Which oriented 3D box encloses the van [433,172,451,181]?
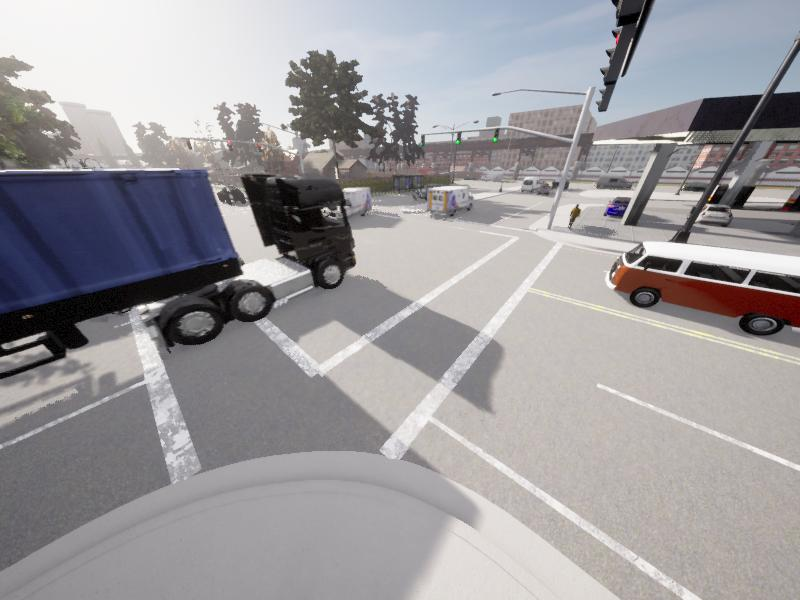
[{"bbox_3d":[14.756,-44.046,82.096,5.915,2.561,1.988,23,37,34],"label":"van"}]

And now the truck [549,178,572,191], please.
[{"bbox_3d":[33.066,-23.815,47.556,2.390,2.098,6.274,23,37,34],"label":"truck"}]

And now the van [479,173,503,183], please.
[{"bbox_3d":[28.456,-38.255,72.229,6.366,2.431,2.351,23,37,34],"label":"van"}]

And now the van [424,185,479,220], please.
[{"bbox_3d":[5.301,-9.972,23.251,2.351,2.431,6.366,22,37,34],"label":"van"}]

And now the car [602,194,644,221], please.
[{"bbox_3d":[21.088,-8.924,21.955,2.242,1.667,4.611,23,37,34],"label":"car"}]

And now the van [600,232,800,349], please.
[{"bbox_3d":[9.670,-0.596,7.398,4.480,2.038,2.069,21,36,32],"label":"van"}]

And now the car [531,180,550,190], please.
[{"bbox_3d":[29.896,-24.471,49.169,2.152,1.651,5.027,23,37,34],"label":"car"}]

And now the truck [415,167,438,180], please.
[{"bbox_3d":[10.226,-48.806,88.981,8.468,3.827,2.891,23,37,33],"label":"truck"}]

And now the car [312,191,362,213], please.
[{"bbox_3d":[-7.004,-11.210,26.200,2.152,1.651,5.027,23,37,34],"label":"car"}]

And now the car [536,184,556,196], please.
[{"bbox_3d":[24.541,-18.454,38.840,1.845,1.501,3.633,23,37,34],"label":"car"}]

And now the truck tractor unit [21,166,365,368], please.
[{"bbox_3d":[-4.777,-1.930,7.526,3.053,4.208,6.516,23,37,33],"label":"truck tractor unit"}]

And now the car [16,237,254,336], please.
[{"bbox_3d":[-8.930,-0.936,8.631,2.033,1.411,5.357,23,37,34],"label":"car"}]

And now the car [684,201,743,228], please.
[{"bbox_3d":[25.999,-7.245,19.370,1.970,1.475,3.806,23,37,34],"label":"car"}]

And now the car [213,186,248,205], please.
[{"bbox_3d":[-22.284,-13.774,30.382,4.605,1.855,1.932,22,37,34],"label":"car"}]

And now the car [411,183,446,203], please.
[{"bbox_3d":[4.087,-15.349,32.942,2.150,2.045,5.566,23,37,34],"label":"car"}]

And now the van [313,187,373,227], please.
[{"bbox_3d":[-4.730,-8.572,20.827,2.351,2.431,6.366,7,31,13],"label":"van"}]

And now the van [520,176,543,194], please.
[{"bbox_3d":[24.913,-21.855,43.722,1.988,2.561,5.915,22,37,34],"label":"van"}]

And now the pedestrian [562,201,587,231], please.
[{"bbox_3d":[12.545,-6.038,16.660,0.751,1.860,0.751,-23,37,-35],"label":"pedestrian"}]

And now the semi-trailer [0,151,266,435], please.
[{"bbox_3d":[-9.834,1.029,2.202,2.717,4.402,14.254,23,37,34],"label":"semi-trailer"}]

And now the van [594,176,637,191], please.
[{"bbox_3d":[44.980,-24.555,48.408,5.915,2.561,1.988,23,37,34],"label":"van"}]
